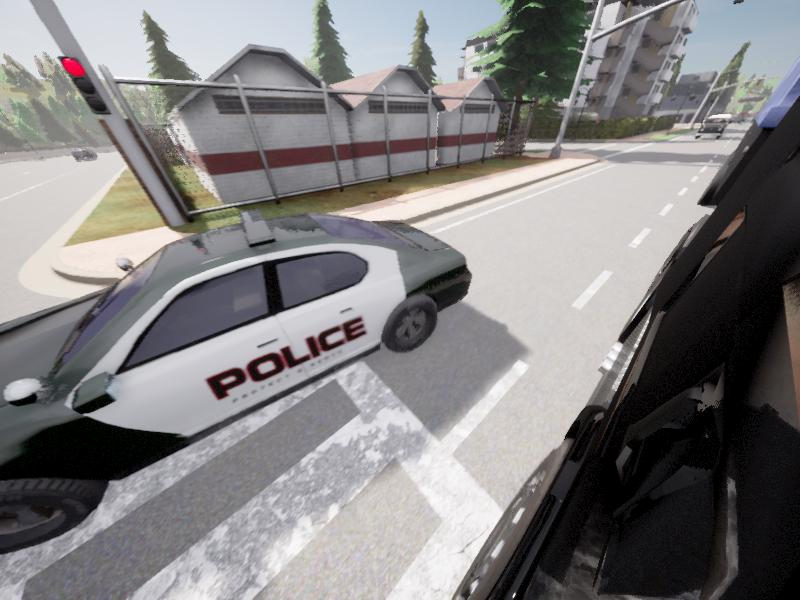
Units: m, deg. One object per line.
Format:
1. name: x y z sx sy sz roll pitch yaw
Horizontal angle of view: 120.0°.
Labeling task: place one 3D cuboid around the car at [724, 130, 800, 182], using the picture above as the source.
1. car: 15.807 -6.149 9.701 3.806 1.475 1.970 -28 44 -30

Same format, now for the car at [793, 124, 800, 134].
1. car: 46.310 -19.502 25.760 4.193 1.474 1.816 -28 43 -30

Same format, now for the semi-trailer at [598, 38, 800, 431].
1. semi-trailer: 8.713 -3.584 4.228 14.254 4.402 2.717 -28 44 -30

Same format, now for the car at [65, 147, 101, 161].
1. car: -48.349 -22.426 35.354 2.128 1.511 4.902 -28 44 -30

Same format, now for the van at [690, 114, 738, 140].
1. van: 33.091 -18.208 24.348 4.480 2.038 2.069 -28 44 -30

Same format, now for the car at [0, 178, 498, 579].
1. car: -1.654 0.048 2.401 4.974 1.542 2.038 -22 41 -24

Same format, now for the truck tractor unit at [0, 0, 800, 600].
1. truck tractor unit: 2.645 -0.295 0.351 6.516 4.208 3.053 -28 44 -30
